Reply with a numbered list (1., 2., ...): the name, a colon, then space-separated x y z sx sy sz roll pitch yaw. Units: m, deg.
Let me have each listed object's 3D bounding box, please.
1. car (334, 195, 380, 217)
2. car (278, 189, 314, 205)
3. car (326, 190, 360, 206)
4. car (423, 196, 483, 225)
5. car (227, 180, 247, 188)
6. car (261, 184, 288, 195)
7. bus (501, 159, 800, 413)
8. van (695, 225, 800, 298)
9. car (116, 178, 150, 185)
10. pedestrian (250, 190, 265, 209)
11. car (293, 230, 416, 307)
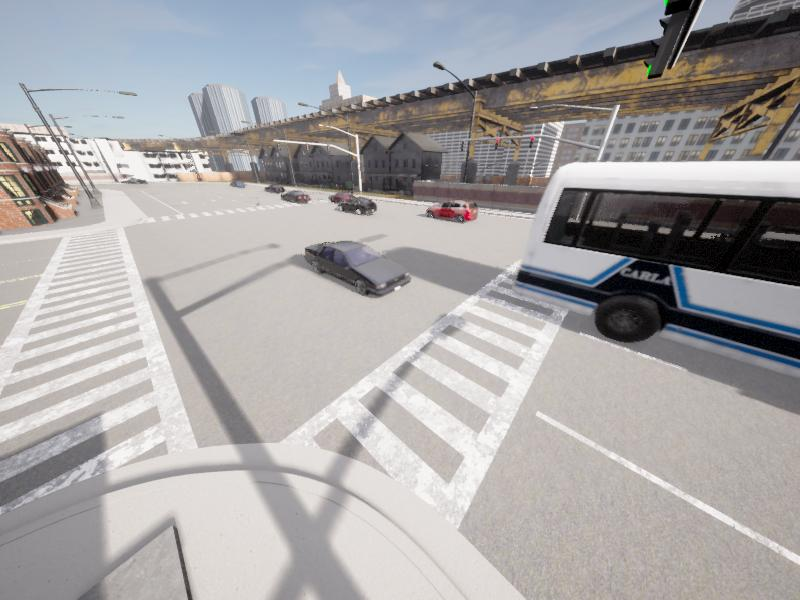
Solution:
1. car: -4.429 -9.739 23.679 4.892 1.490 1.837 24 38 35
2. car: -14.077 -13.955 31.079 5.357 1.411 2.033 24 38 35
3. car: -7.405 -13.334 30.028 4.181 1.385 1.994 24 38 35
4. car: 4.652 -8.142 20.734 4.611 1.667 2.242 24 38 35
5. car: -37.333 -26.548 52.892 5.357 1.411 2.033 24 37 35
6. car: -22.649 -20.074 41.678 5.357 1.411 2.033 24 38 35
7. bus: 8.569 -0.608 5.104 10.273 4.253 3.944 24 38 35
8. van: 15.097 -1.334 8.626 4.442 1.987 1.775 24 38 35
9. car: -69.010 -30.664 59.773 5.238 1.638 1.930 -5 30 -9
10. pedestrian: -16.158 -11.419 26.171 0.751 1.860 0.751 24 38 35
11. car: -2.075 -1.652 9.770 5.357 1.411 2.033 24 38 35
